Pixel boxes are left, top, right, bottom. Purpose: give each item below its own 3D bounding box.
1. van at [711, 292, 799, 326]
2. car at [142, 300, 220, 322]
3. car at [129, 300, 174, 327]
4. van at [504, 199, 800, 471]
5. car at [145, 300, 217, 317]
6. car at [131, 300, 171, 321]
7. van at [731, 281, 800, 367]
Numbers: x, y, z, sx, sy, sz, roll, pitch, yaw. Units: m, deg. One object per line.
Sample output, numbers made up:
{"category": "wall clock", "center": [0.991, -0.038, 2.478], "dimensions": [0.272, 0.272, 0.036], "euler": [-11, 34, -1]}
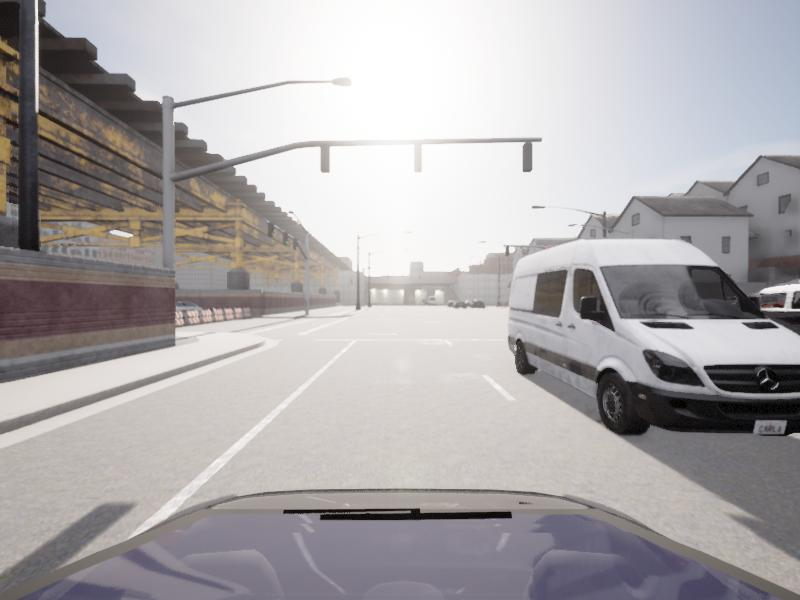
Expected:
{"category": "van", "center": [24.939, 0.605, 28.209], "dimensions": [4.442, 1.987, 1.775], "euler": [-5, 1, 0]}
{"category": "car", "center": [-16.697, 0.766, 30.833], "dimensions": [2.038, 1.542, 4.974], "euler": [0, 0, 29]}
{"category": "car", "center": [-15.913, 0.771, 25.465], "dimensions": [2.038, 1.542, 4.974], "euler": [0, 0, -36]}
{"category": "van", "center": [3.505, 0.314, 6.720], "dimensions": [1.988, 2.561, 5.915], "euler": [0, 0, 0]}
{"category": "car", "center": [-16.721, 0.609, 30.787], "dimensions": [1.853, 1.218, 4.536], "euler": [0, 0, 29]}
{"category": "car", "center": [-15.944, 0.614, 25.507], "dimensions": [1.853, 1.218, 4.536], "euler": [0, 0, -36]}
{"category": "van", "center": [10.514, 0.562, 9.227], "dimensions": [2.069, 2.038, 4.480], "euler": [0, 0, 0]}
